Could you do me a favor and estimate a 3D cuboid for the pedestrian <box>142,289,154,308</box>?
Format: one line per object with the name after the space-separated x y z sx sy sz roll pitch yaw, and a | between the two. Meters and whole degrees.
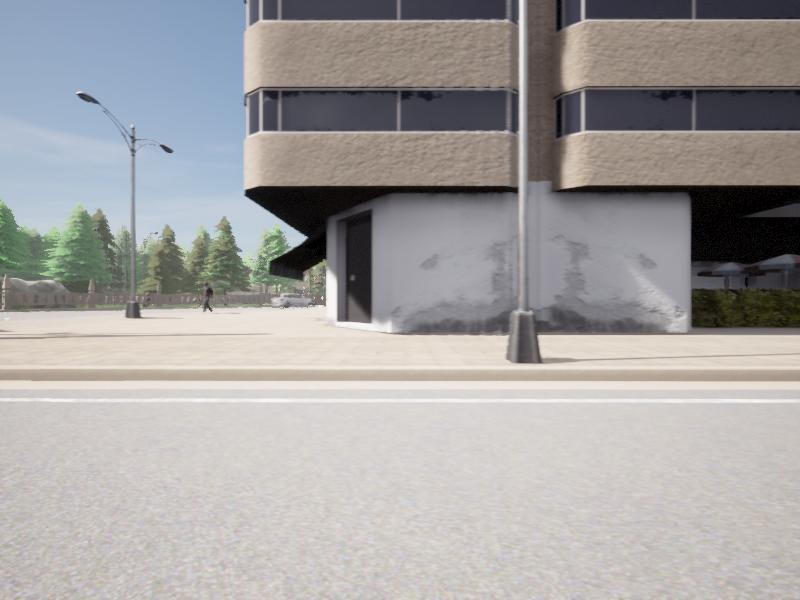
-25.467 -0.175 40.395 0.751 1.860 0.751 0 0 28 | pedestrian

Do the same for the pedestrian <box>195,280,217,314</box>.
-10.700 -0.172 22.095 0.751 1.860 0.751 0 0 16 | pedestrian

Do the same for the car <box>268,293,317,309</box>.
-11.397 0.099 42.769 2.242 1.667 4.611 0 0 41 | car
